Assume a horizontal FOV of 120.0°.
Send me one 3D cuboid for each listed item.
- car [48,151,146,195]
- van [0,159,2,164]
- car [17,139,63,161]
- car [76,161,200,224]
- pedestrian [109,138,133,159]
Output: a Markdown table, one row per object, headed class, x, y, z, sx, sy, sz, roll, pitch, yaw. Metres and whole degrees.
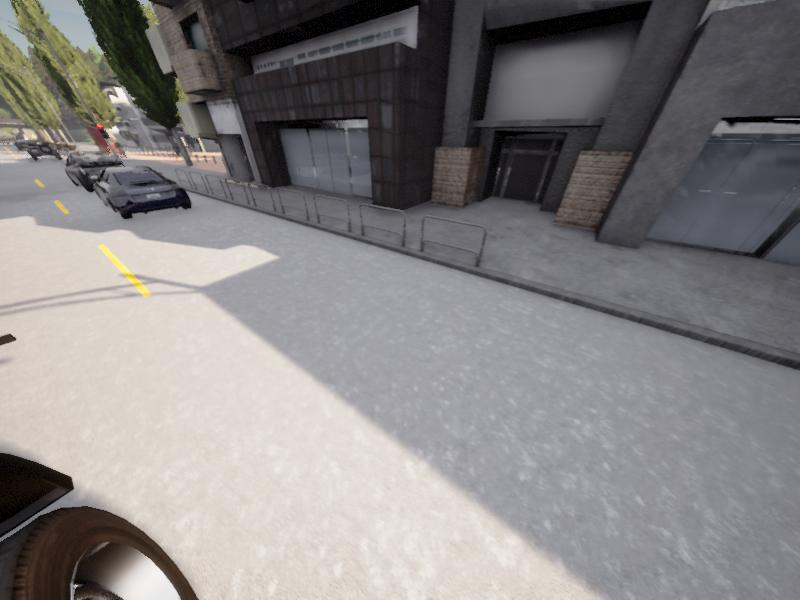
| class | x | y | z | sx | sy | sz | roll | pitch | yaw |
| --- | --- | --- | --- | --- | --- | --- | --- | --- | --- |
| car | -15.607 | -6.663 | 11.905 | 4.514 | 1.525 | 2.007 | 22 | 41 | 28 |
| van | -40.377 | -14.331 | 21.697 | 5.915 | 2.561 | 1.988 | 22 | 41 | 28 |
| car | -40.111 | -16.789 | 25.757 | 4.605 | 1.855 | 1.932 | 22 | 41 | 28 |
| car | -9.629 | -4.130 | 8.499 | 4.181 | 1.385 | 1.994 | 24 | 41 | 30 |
| pedestrian | -31.396 | -17.054 | 25.998 | 0.751 | 1.860 | 0.751 | 16 | 38 | 21 |
